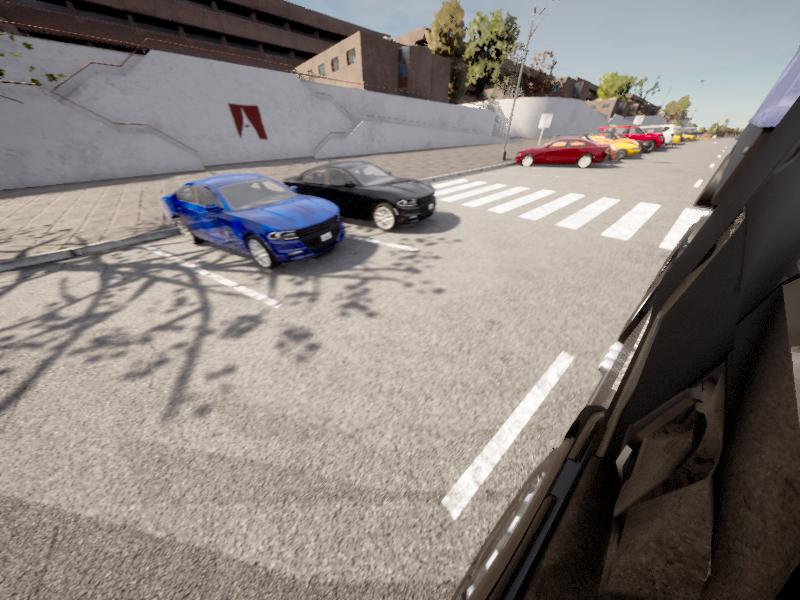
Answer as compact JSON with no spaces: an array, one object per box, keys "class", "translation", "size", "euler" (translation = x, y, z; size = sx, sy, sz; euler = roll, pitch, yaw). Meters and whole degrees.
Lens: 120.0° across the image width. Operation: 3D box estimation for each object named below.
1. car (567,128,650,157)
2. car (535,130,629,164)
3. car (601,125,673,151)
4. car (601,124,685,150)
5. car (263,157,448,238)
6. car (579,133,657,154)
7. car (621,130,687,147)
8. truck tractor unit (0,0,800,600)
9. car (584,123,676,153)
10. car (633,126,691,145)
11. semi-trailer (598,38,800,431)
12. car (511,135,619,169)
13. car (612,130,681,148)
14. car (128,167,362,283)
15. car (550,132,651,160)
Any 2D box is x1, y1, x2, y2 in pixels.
[{"class":"car","translation":[16.782,-12.903,19.008],"size":[4.553,1.767,2.185],"euler":[17,39,25]},{"class":"car","translation":[12.232,-10.565,15.966],"size":[4.553,1.767,2.185],"euler":[17,40,25]},{"class":"car","translation":[23.732,-16.421,23.482],"size":[4.442,1.987,1.878],"euler":[17,39,25]},{"class":"car","translation":[25.880,-17.626,25.061],"size":[5.566,2.045,2.435],"euler":[17,39,25]},{"class":"car","translation":[-1.375,-3.324,6.982],"size":[5.008,1.535,2.097],"euler":[17,40,25]},{"class":"car","translation":[19.086,-13.924,20.618],"size":[4.674,1.452,2.002],"euler":[17,39,25]},{"class":"car","translation":[32.578,-20.885,29.901],"size":[5.366,1.575,1.946],"euler":[17,39,25]},{"class":"truck tractor unit","translation":[2.645,-0.295,0.352],"size":[6.516,4.208,3.053],"euler":[-28,44,-30]},{"class":"car","translation":[21.383,-15.313,21.972],"size":[5.566,2.045,2.435],"euler":[17,39,25]},{"class":"car","translation":[35.116,-22.130,31.201],"size":[4.442,1.987,1.878],"euler":[17,39,25]},{"class":"semi-trailer","translation":[8.688,-3.572,4.296],"size":[14.254,4.402,2.717],"euler":[-28,43,-30]},{"class":"car","translation":[9.994,-9.273,14.501],"size":[5.008,1.535,2.097],"euler":[17,40,25]},{"class":"car","translation":[28.186,-18.559,26.742],"size":[5.008,1.535,2.097],"euler":[17,39,25]},{"class":"car","translation":[-3.640,-2.126,5.495],"size":[5.008,1.535,2.097],"euler":[17,40,26]},{"class":"car","translation":[14.702,-11.583,17.467],"size":[5.366,1.575,1.946],"euler":[17,39,25]}]
